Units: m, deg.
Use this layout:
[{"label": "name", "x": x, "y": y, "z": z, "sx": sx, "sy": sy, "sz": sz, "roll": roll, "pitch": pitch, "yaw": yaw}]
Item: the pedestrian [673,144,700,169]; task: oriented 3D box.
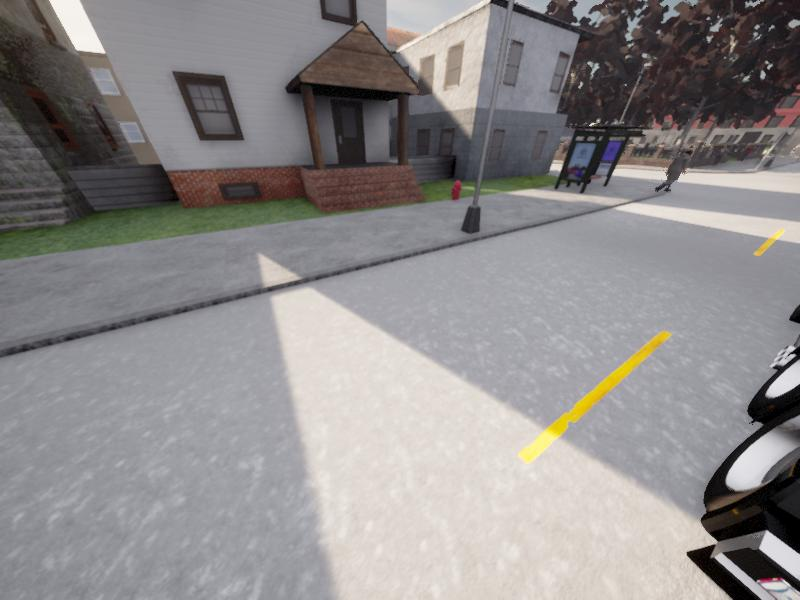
[{"label": "pedestrian", "x": 26.059, "y": -13.040, "z": 21.017, "sx": 0.751, "sy": 1.860, "sz": 0.751, "roll": -26, "pitch": 43, "yaw": -32}]

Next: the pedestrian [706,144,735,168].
[{"label": "pedestrian", "x": 30.916, "y": -13.897, "z": 22.275, "sx": 0.751, "sy": 1.860, "sz": 0.751, "roll": -20, "pitch": 40, "yaw": -26}]

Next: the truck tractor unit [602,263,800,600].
[{"label": "truck tractor unit", "x": 5.114, "y": -0.294, "z": 0.795, "sx": 6.516, "sy": 4.208, "sz": 3.053, "roll": -18, "pitch": 39, "yaw": -24}]

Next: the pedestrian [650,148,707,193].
[{"label": "pedestrian", "x": 13.371, "y": -6.256, "z": 11.192, "sx": 0.751, "sy": 1.860, "sz": 0.751, "roll": 6, "pitch": 35, "yaw": 8}]
